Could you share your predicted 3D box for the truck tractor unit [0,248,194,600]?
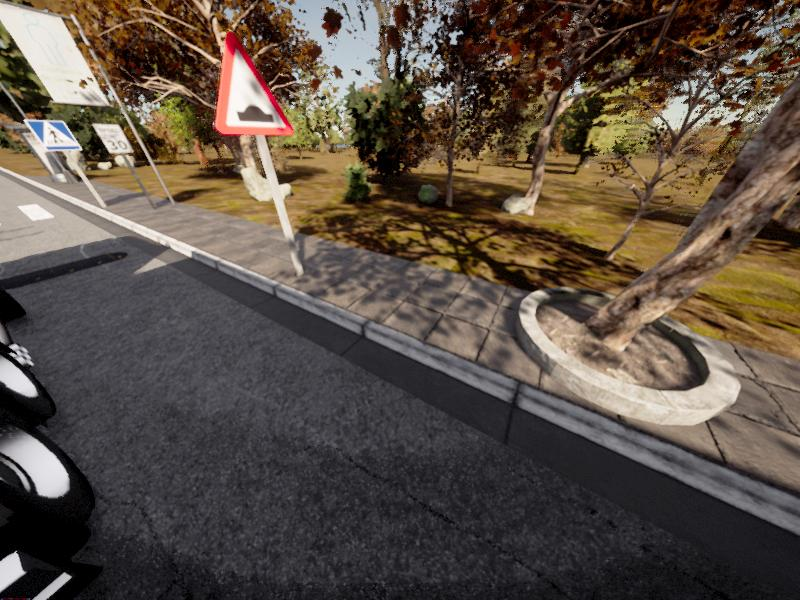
[{"bbox_3d":[-5.081,-0.331,0.816,6.516,4.208,3.053,20,39,25],"label":"truck tractor unit"}]
